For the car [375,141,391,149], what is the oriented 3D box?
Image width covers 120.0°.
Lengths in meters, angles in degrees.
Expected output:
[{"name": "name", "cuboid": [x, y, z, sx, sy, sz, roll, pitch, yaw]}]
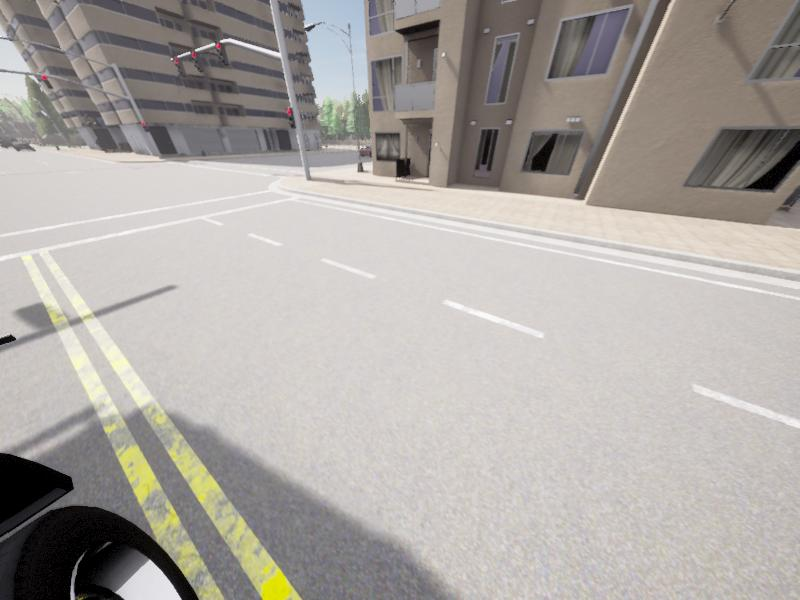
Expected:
[{"name": "car", "cuboid": [-4.440, -39.876, 59.373, 3.633, 1.501, 1.845, 21, 40, 26]}]

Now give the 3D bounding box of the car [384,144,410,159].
[{"name": "car", "cuboid": [-0.383, -20.709, 32.159, 1.845, 1.501, 3.633, 20, 40, 26]}]

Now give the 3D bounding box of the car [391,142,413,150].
[{"name": "car", "cuboid": [0.415, -35.601, 53.394, 4.892, 1.490, 1.837, 21, 40, 26]}]

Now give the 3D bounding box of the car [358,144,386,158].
[{"name": "car", "cuboid": [-3.899, -21.281, 32.991, 1.970, 1.475, 3.806, 20, 40, 26]}]

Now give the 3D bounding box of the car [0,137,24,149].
[{"name": "car", "cuboid": [-84.279, -34.026, 49.942, 5.566, 2.045, 2.150, 21, 40, 26]}]

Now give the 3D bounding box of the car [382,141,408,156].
[{"name": "car", "cuboid": [-0.671, -24.348, 37.046, 1.932, 1.855, 4.605, 20, 40, 26]}]

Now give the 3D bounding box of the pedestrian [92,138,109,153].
[{"name": "pedestrian", "cuboid": [-46.017, -23.740, 35.480, 0.751, 1.860, 0.751, 21, 40, 26]}]

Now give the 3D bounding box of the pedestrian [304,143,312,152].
[{"name": "pedestrian", "cuboid": [-16.140, -26.806, 40.614, 0.751, 1.300, 0.751, 21, 40, 26]}]

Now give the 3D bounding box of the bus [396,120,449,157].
[{"name": "bus", "cuboid": [3.818, -25.736, 36.999, 3.944, 4.253, 10.273, 20, 40, 26]}]
